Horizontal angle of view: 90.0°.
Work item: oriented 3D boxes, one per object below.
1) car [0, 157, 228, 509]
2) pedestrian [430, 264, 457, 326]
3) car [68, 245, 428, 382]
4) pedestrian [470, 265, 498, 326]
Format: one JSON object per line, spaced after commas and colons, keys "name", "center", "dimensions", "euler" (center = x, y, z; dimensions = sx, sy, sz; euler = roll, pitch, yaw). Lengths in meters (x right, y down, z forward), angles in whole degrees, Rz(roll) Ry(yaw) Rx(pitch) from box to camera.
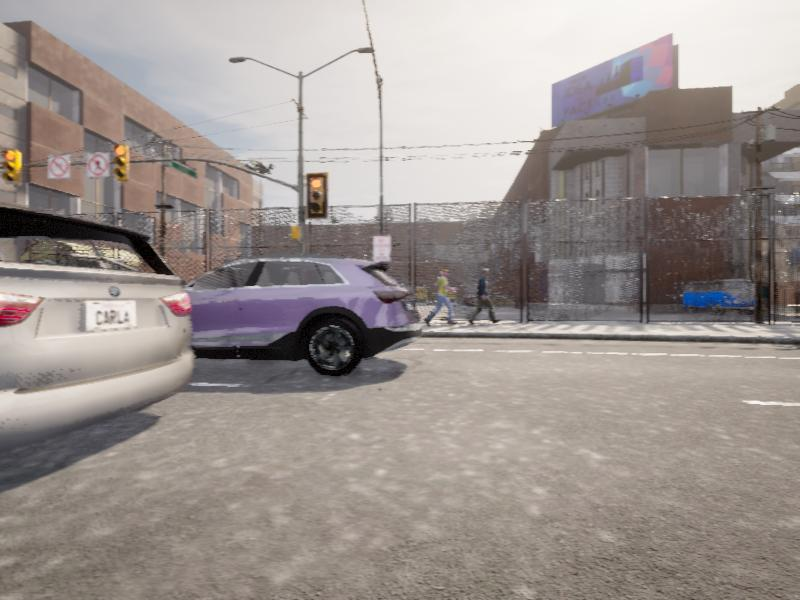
{"name": "car", "center": [-4.059, 0.151, 2.979], "dimensions": [4.611, 1.667, 2.242], "euler": [0, 0, 9]}
{"name": "pedestrian", "center": [1.362, -0.141, 12.441], "dimensions": [0.751, 1.860, 0.751], "euler": [0, 0, 11]}
{"name": "car", "center": [-2.077, 0.164, 6.204], "dimensions": [4.856, 1.649, 2.033], "euler": [0, 0, 9]}
{"name": "pedestrian", "center": [2.651, -0.142, 12.721], "dimensions": [0.751, 1.860, 0.751], "euler": [0, 0, 1]}
